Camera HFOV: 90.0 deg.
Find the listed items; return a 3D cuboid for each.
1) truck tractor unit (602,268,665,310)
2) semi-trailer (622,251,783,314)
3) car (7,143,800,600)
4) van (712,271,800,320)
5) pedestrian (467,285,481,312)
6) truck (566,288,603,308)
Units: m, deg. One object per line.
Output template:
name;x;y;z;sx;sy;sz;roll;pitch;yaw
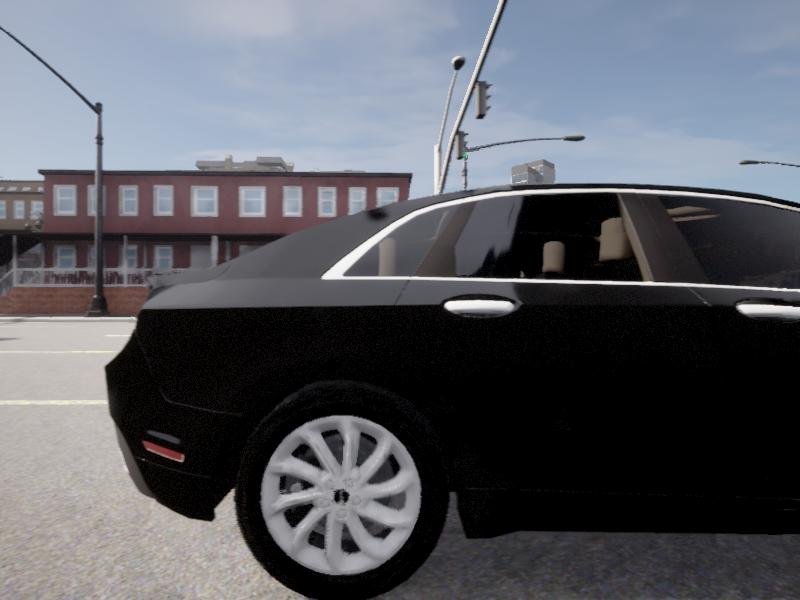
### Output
truck tractor unit;24.981;-1.100;43.229;3.053;4.208;6.516;0;0;0
semi-trailer;25.316;-1.201;35.326;2.717;4.402;14.254;0;0;-3
car;1.189;0.245;2.204;4.892;1.490;1.837;0;0;0
van;21.385;-0.209;22.927;2.351;2.431;6.366;0;0;4
pedestrian;5.086;-0.113;27.508;0.751;1.860;0.751;0;0;-2
truck;24.821;-0.258;54.071;2.627;2.467;5.204;0;-2;2
